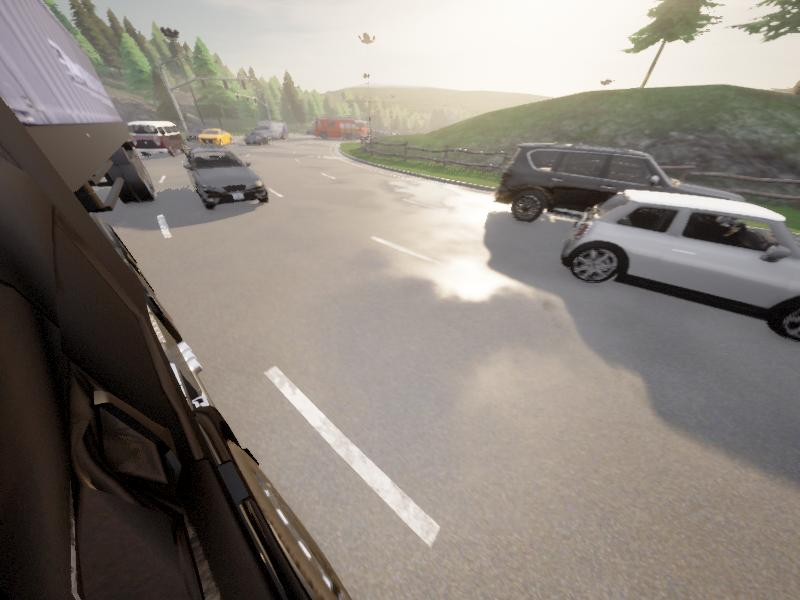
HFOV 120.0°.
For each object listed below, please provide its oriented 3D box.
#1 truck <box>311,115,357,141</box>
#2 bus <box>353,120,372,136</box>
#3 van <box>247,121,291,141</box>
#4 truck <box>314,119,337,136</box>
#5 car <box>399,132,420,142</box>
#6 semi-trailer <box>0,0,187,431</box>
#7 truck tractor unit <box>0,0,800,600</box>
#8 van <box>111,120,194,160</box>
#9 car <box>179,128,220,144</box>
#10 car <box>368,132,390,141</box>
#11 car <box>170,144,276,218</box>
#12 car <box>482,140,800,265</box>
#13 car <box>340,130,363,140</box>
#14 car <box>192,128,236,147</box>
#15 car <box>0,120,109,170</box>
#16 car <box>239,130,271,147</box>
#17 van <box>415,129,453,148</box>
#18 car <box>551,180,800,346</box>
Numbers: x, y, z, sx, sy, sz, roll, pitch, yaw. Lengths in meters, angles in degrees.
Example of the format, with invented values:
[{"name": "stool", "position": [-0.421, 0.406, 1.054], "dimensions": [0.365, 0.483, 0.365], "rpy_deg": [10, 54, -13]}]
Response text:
[{"name": "truck", "position": [-13.536, -35.713, 48.079], "dimensions": [8.468, 3.827, 2.891], "rpy_deg": [-13, 39, -20]}, {"name": "bus", "position": [-13.056, -60.428, 81.307], "dimensions": [3.944, 4.253, 10.273], "rpy_deg": [6, 35, 5]}, {"name": "van", "position": [-21.576, -28.127, 38.455], "dimensions": [2.351, 2.431, 6.366], "rpy_deg": [11, 37, 11]}, {"name": "truck", "position": [-22.195, -51.925, 69.537], "dimensions": [2.891, 3.827, 8.468], "rpy_deg": [6, 37, 5]}, {"name": "car", "position": [2.183, -37.577, 53.228], "dimensions": [4.605, 1.855, 1.932], "rpy_deg": [4, 36, 5]}, {"name": "semi-trailer", "position": [-8.051, -3.955, 4.805], "dimensions": [2.717, 4.402, 14.254], "rpy_deg": [-26, 45, -33]}, {"name": "truck tractor unit", "position": [-2.645, -0.295, 0.351], "dimensions": [6.516, 4.208, 3.053], "rpy_deg": [28, 44, 30]}, {"name": "van", "position": [-17.015, -11.356, 16.302], "dimensions": [2.069, 2.038, 4.480], "rpy_deg": [-12, 39, -18]}, {"name": "car", "position": [-24.534, -20.275, 28.506], "dimensions": [1.994, 1.385, 4.181], "rpy_deg": [-4, 37, -9]}, {"name": "car", "position": [-4.783, -37.999, 53.709], "dimensions": [4.792, 1.488, 2.163], "rpy_deg": [4, 36, 1]}, {"name": "car", "position": [-6.053, -4.228, 7.798], "dimensions": [1.816, 1.474, 4.193], "rpy_deg": [-26, 45, -33]}, {"name": "car", "position": [5.666, -3.144, 6.583], "dimensions": [5.566, 2.045, 2.150], "rpy_deg": [25, 42, 27]}, {"name": "car", "position": [-11.056, -37.720, 52.816], "dimensions": [5.027, 1.651, 2.152], "rpy_deg": [-6, 37, -12]}, {"name": "car", "position": [-20.252, -17.932, 25.451], "dimensions": [1.882, 1.535, 5.008], "rpy_deg": [-6, 37, -11]}, {"name": "car", "position": [-18.469, -8.384, 12.317], "dimensions": [1.932, 1.855, 4.605], "rpy_deg": [-17, 41, -22]}, {"name": "car", "position": [-16.889, -18.983, 27.099], "dimensions": [1.845, 1.501, 3.633], "rpy_deg": [-4, 37, -9]}, {"name": "van", "position": [6.074, -29.031, 41.422], "dimensions": [6.366, 2.431, 2.351], "rpy_deg": [6, 36, 4]}, {"name": "car", "position": [5.093, -0.849, 3.912], "dimensions": [3.806, 1.475, 1.970], "rpy_deg": [23, 41, 26]}]
